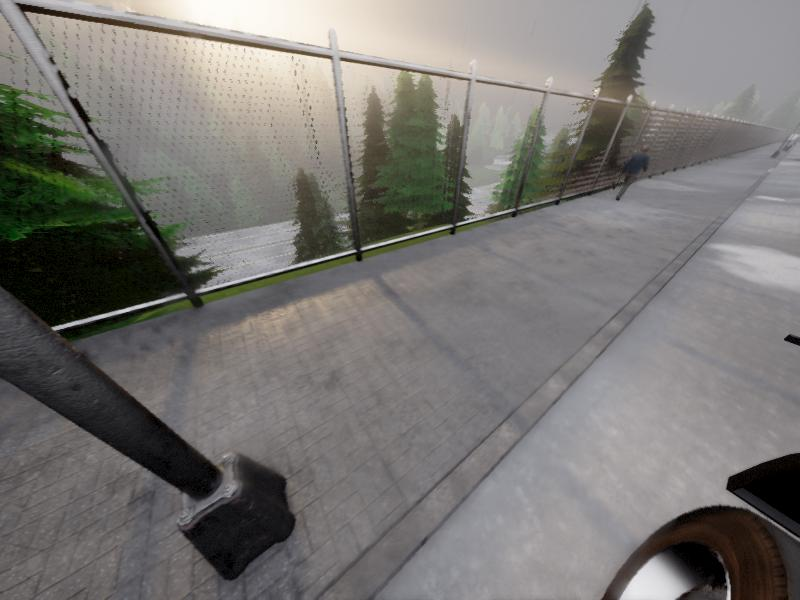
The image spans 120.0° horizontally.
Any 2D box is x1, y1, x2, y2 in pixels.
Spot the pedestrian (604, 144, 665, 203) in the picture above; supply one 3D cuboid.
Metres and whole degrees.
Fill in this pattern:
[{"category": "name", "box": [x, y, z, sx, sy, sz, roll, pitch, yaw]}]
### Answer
[{"category": "pedestrian", "box": [8.848, -4.816, 8.799, 0.751, 1.860, 0.751, -21, 40, -27]}]
